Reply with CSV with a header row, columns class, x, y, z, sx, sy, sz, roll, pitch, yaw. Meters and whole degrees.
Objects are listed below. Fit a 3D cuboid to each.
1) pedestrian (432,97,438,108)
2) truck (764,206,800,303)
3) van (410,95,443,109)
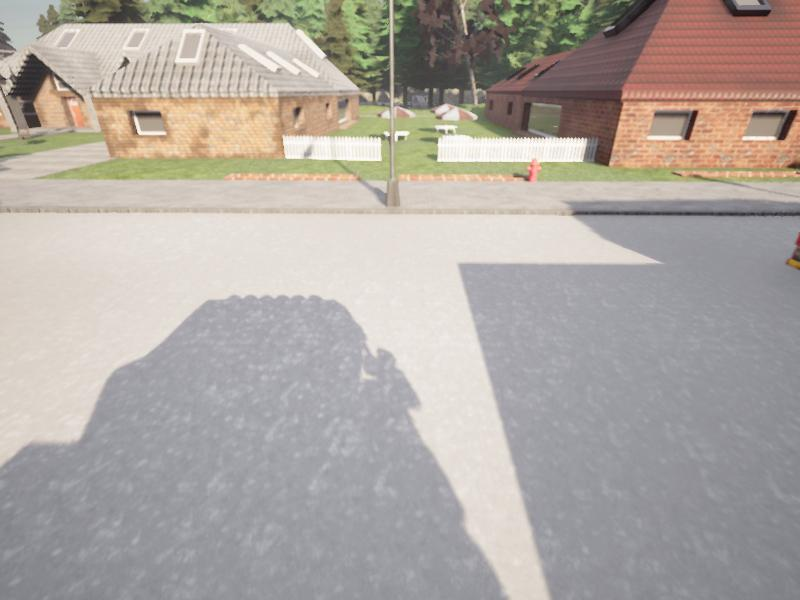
class,x,y,z,sx,sy,sz,roll,pitch,yaw
pedestrian,6.388,-36.499,73.840,0.751,1.860,0.751,-16,32,-27
truck,10.602,-1.365,4.897,8.468,3.827,2.891,-1,28,-1
van,5.127,-38.538,77.867,6.366,2.431,2.351,1,28,1
